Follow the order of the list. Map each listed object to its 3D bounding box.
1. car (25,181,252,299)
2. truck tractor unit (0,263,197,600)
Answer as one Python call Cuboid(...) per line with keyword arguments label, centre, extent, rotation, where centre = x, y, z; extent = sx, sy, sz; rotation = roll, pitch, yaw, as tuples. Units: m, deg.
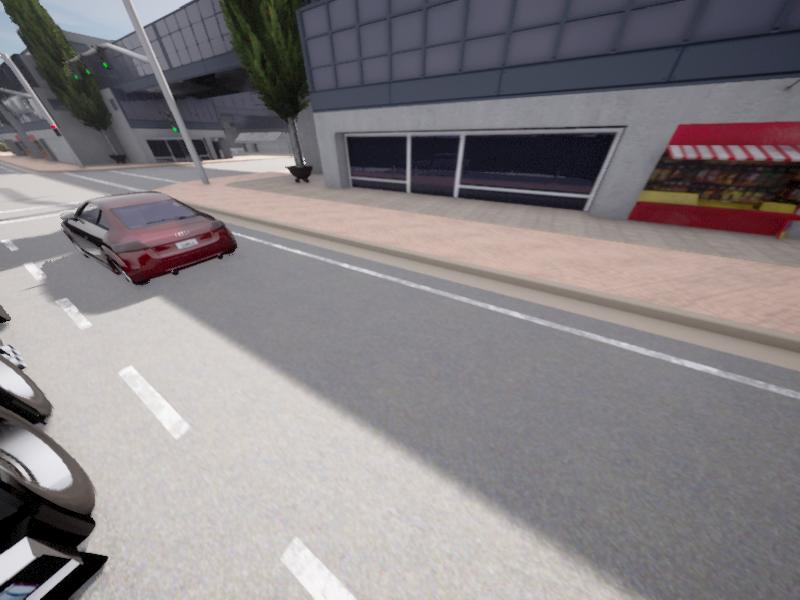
Cuboid(label="car", centre=(-5.845, -1.678, 5.271), extent=(4.181, 1.385, 1.994), rotation=(18, 39, 24))
Cuboid(label="truck tractor unit", centre=(-5.111, -0.300, 0.781), extent=(6.516, 4.208, 3.053), rotation=(18, 39, 24))
